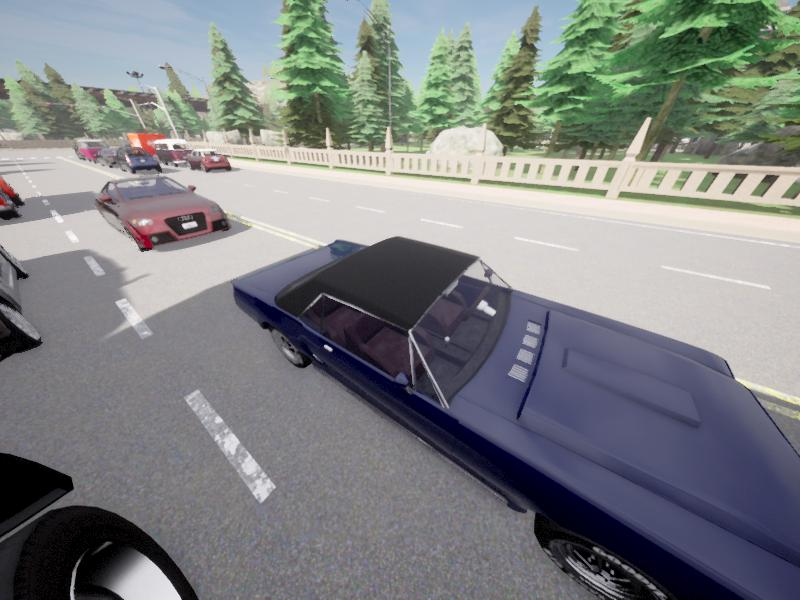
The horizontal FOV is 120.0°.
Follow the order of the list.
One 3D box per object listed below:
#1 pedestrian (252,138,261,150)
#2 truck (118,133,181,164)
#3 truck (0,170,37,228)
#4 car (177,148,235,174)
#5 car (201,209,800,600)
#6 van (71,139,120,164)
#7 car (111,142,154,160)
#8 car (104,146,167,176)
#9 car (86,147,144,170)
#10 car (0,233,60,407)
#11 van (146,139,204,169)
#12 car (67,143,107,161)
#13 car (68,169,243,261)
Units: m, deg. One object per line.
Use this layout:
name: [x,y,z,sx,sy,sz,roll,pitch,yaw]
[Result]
pedestrian: [-28.368,-30.864,45.653,0.751,1.860,0.751,23,41,29]
truck: [-26.093,-15.847,24.120,5.204,2.467,2.627,22,41,28]
truck: [-14.455,-3.737,6.994,5.204,2.467,2.627,22,41,28]
car: [-15.294,-11.053,18.240,3.806,1.475,1.970,22,41,28]
car: [0.346,0.296,2.377,4.718,1.301,1.895,22,41,28]
van: [-31.121,-15.229,23.631,4.442,1.987,1.775,22,41,28]
car: [-32.240,-17.997,27.866,4.856,1.649,2.033,22,41,28]
car: [-19.767,-10.464,17.262,3.988,1.617,1.851,22,41,28]
car: [-25.303,-12.625,20.483,5.357,1.411,2.033,22,41,28]
car: [-6.542,-0.178,2.725,5.238,1.638,1.930,22,41,28]
van: [-20.411,-13.362,20.998,4.480,2.038,2.069,22,41,28]
car: [-35.842,-16.970,26.449,3.705,1.549,1.789,22,41,28]
car: [-6.716,-2.598,6.379,4.181,1.385,1.994,21,40,27]
